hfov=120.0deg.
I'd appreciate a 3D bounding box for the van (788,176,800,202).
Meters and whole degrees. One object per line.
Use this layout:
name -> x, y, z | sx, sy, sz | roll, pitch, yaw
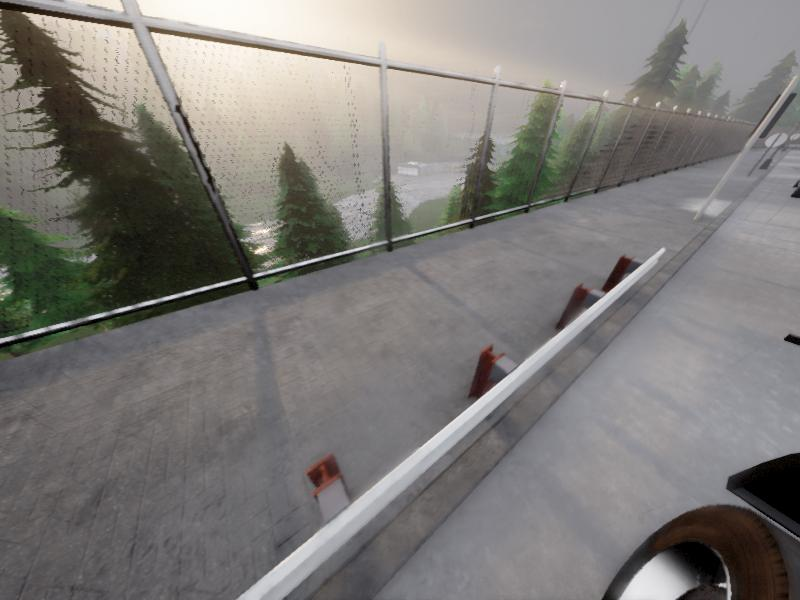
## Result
van -> 19.153, -5.719, 9.603 | 5.915, 2.561, 1.988 | -22, 41, -28
